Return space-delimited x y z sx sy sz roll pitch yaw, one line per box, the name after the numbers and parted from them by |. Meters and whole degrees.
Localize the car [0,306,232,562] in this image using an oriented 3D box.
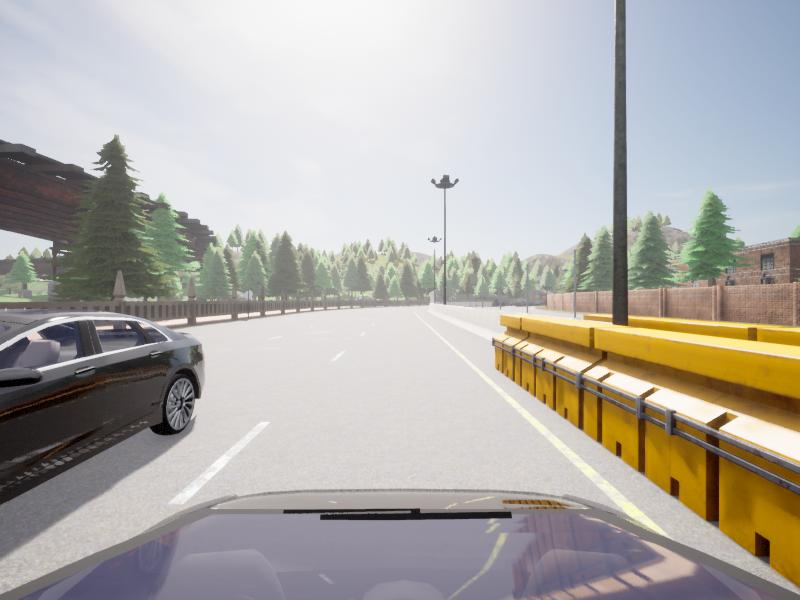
-3.500 0.837 3.363 2.128 1.511 4.902 0 0 0 | car
